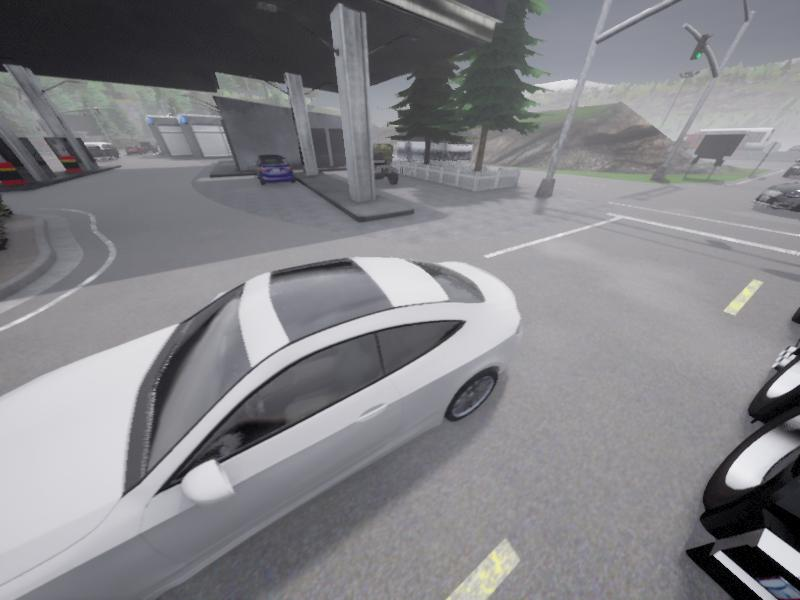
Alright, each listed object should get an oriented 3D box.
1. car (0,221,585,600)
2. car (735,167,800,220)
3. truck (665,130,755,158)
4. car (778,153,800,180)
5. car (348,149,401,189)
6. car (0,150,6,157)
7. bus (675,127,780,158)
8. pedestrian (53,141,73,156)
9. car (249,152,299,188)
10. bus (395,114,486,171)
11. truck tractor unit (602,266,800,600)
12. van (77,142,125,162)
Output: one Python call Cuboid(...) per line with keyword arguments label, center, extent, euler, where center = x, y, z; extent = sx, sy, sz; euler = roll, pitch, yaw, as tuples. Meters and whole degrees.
Cuboid(label="car", center=(-0.846, 0.536, 2.119), extent=(4.674, 1.442, 1.812), euler=(-18, 38, -25))
Cuboid(label="car", center=(16.710, -3.711, 8.236), extent=(4.902, 1.511, 2.128), euler=(14, 37, 19))
Cuboid(label="truck", center=(55.141, -28.080, 41.595), extent=(2.891, 3.827, 8.468), euler=(-18, 39, -24))
Cuboid(label="car", center=(30.872, -9.934, 17.089), extent=(4.974, 1.542, 2.038), euler=(-18, 39, -24))
Cuboid(label="car", center=(-1.734, -8.726, 15.198), extent=(1.905, 1.878, 3.866), euler=(-18, 39, -25))
Cuboid(label="car", center=(-58.490, -20.183, 31.333), extent=(4.514, 1.523, 2.007), euler=(-18, 39, -25))
Cuboid(label="bus", center=(61.370, -29.928, 43.908), extent=(3.944, 4.253, 10.273), euler=(-18, 39, -24))
Cuboid(label="pedestrian", center=(-50.869, -22.850, 34.857), extent=(0.751, 1.860, 0.751), euler=(-18, 39, -24))
Cuboid(label="car", center=(-8.809, -9.130, 16.026), extent=(2.242, 1.667, 4.611), euler=(-18, 39, -25))
Cuboid(label="bus", center=(3.628, -17.216, 25.324), extent=(3.944, 4.253, 10.273), euler=(-18, 39, -24))
Cuboid(label="truck tractor unit", center=(5.119, -0.290, 0.788), extent=(6.516, 4.208, 3.053), euler=(-18, 39, -24))
Cuboid(label="van", center=(-38.536, -19.287, 29.978), extent=(2.069, 2.038, 4.480), euler=(-18, 39, -24))
